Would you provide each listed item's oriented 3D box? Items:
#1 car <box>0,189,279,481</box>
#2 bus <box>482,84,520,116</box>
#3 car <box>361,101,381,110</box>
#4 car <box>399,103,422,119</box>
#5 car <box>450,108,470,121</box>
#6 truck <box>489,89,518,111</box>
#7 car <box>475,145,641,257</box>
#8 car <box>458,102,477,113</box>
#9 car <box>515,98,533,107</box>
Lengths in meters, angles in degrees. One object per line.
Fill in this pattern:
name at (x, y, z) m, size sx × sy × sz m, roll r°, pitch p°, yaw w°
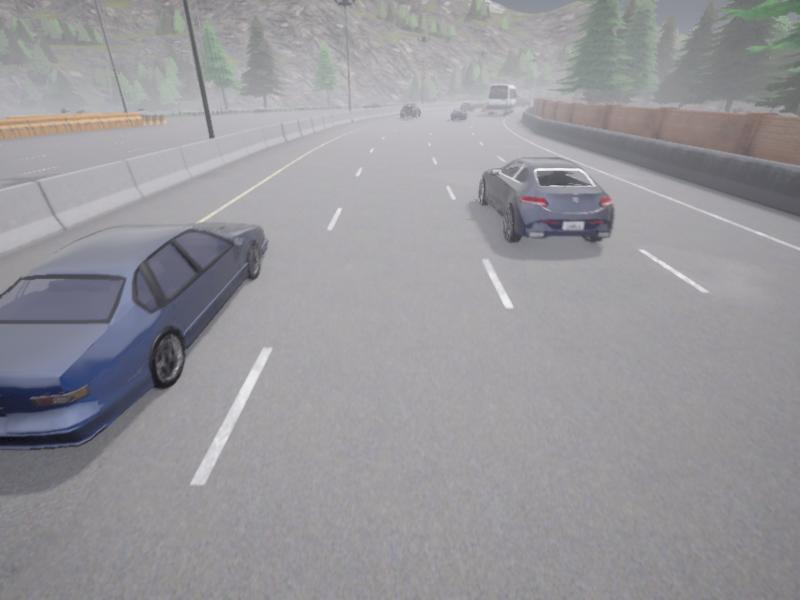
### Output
car at (-3.508, -0.267, 5.571) m, size 2.033 × 1.411 × 5.357 m, roll 0°, pitch 27°, yaw 0°
bus at (16.184, -31.885, 63.675) m, size 3.944 × 4.253 × 10.273 m, roll 10°, pitch 29°, yaw 18°
car at (-5.897, -39.665, 81.642) m, size 1.882 × 1.535 × 5.008 m, roll 12°, pitch 30°, yaw 21°
car at (1.479, -25.376, 53.640) m, size 1.932 × 1.855 × 4.605 m, roll 6°, pitch 28°, yaw 14°
car at (7.774, -23.785, 51.210) m, size 1.895 × 1.301 × 4.718 m, roll 7°, pitch 28°, yaw 13°
truck at (20.859, -40.170, 80.183) m, size 2.891 × 3.827 × 8.468 m, roll 14°, pitch 31°, yaw 26°
car at (3.487, -2.775, 10.191) m, size 2.152 × 1.651 × 5.027 m, roll 0°, pitch 27°, yaw 0°
car at (12.214, -34.636, 71.834) m, size 2.033 × 1.649 × 4.856 m, roll 12°, pitch 30°, yaw 21°
car at (31.119, -49.668, 100.539) m, size 2.150 × 2.045 × 5.566 m, roll 20°, pitch 33°, yaw 33°
